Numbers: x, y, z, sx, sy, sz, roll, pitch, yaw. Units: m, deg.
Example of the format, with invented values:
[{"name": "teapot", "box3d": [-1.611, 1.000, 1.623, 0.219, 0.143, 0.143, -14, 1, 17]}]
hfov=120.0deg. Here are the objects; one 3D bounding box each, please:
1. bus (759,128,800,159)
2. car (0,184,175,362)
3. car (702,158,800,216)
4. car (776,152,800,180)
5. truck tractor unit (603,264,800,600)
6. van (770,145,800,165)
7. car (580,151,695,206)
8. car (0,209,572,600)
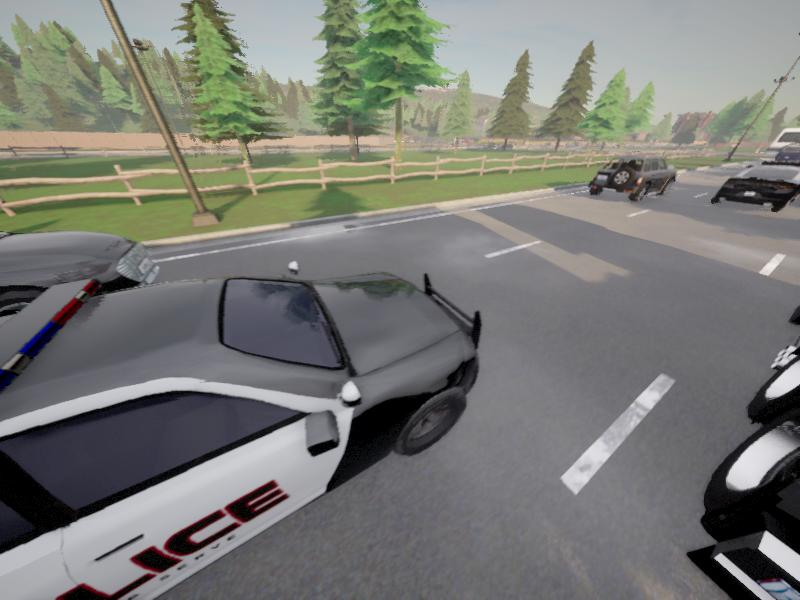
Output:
[{"name": "bus", "box3d": [69.138, -25.496, 37.652, 3.944, 4.253, 10.273, -18, 39, -24]}, {"name": "car", "box3d": [-6.363, -0.118, 2.696, 4.856, 1.649, 2.033, -18, 39, -24]}, {"name": "car", "box3d": [15.956, -5.056, 10.010, 5.238, 1.638, 1.930, -18, 39, -24]}, {"name": "car", "box3d": [31.312, -10.048, 17.319, 4.611, 1.667, 2.242, -18, 39, -24]}, {"name": "truck tractor unit", "box3d": [5.111, -0.299, 0.794, 6.516, 4.208, 3.053, -18, 39, -24]}, {"name": "van", "box3d": [49.750, -18.459, 29.329, 4.442, 1.987, 1.775, -18, 39, -24]}, {"name": "car", "box3d": [11.305, -5.949, 11.042, 4.605, 1.855, 1.932, -18, 39, -24]}, {"name": "car", "box3d": [-1.477, 0.643, 1.735, 4.974, 1.542, 2.038, -18, 39, -24]}]
